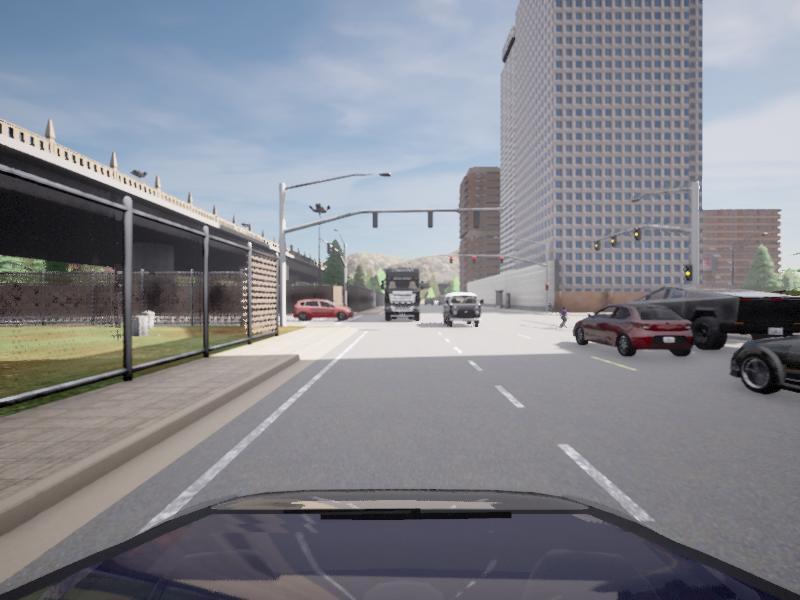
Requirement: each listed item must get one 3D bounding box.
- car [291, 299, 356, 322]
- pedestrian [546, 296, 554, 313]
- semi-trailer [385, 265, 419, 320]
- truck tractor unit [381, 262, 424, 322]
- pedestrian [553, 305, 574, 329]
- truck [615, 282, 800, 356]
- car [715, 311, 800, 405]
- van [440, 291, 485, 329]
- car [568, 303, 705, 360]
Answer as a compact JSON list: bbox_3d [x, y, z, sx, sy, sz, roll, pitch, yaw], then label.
[{"bbox_3d":[-5.865,0.768,31.003,4.611,1.667,2.242,0,0,0],"label":"car"},{"bbox_3d":[16.091,0.472,42.913,0.751,1.860,0.751,0,0,11],"label":"pedestrian"},{"bbox_3d":[0.226,-0.638,39.068,2.717,4.402,14.254,0,0,0],"label":"semi-trailer"},{"bbox_3d":[0.192,-0.528,31.157,3.053,4.208,6.516,0,0,0],"label":"truck tractor unit"},{"bbox_3d":[8.966,0.912,21.967,0.751,1.300,0.751,0,0,-17],"label":"pedestrian"},{"bbox_3d":[10.586,0.526,14.345,2.390,2.098,6.274,0,0,0],"label":"truck"},{"bbox_3d":[7.045,0.901,5.569,1.994,1.385,4.181,0,0,-1],"label":"car"},{"bbox_3d":[3.638,0.574,24.114,2.069,2.038,4.480,0,-1,0],"label":"van"},{"bbox_3d":[7.075,0.840,12.569,1.816,1.474,4.193,0,0,0],"label":"car"}]
